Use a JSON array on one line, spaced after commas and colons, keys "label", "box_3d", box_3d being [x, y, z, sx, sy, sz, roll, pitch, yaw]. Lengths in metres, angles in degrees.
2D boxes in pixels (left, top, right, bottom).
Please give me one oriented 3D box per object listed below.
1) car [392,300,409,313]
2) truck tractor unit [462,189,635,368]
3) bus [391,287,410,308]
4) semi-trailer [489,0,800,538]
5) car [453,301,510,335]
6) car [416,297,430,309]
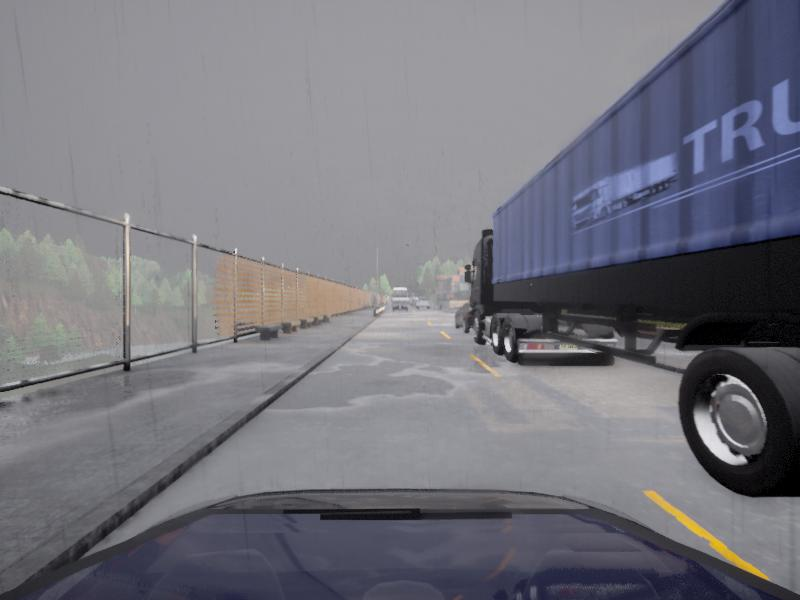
[{"label": "car", "box_3d": [0.029, 0.787, 53.891, 2.152, 1.651, 5.027, 0, 0, 0]}, {"label": "truck tractor unit", "box_3d": [4.006, -0.496, 12.666, 3.053, 4.208, 6.516, 0, 0, 0]}, {"label": "bus", "box_3d": [0.172, -0.528, 87.982, 3.944, 4.253, 10.273, 0, 0, 0]}, {"label": "semi-trailer", "box_3d": [4.006, -0.619, 4.747, 2.717, 4.402, 14.254, 0, 0, 0]}, {"label": "car", "box_3d": [4.012, 0.825, 20.505, 1.882, 1.535, 5.008, 0, 0, 0]}, {"label": "car", "box_3d": [4.032, 0.576, 71.241, 2.150, 2.045, 5.566, 0, 0, 0]}]
